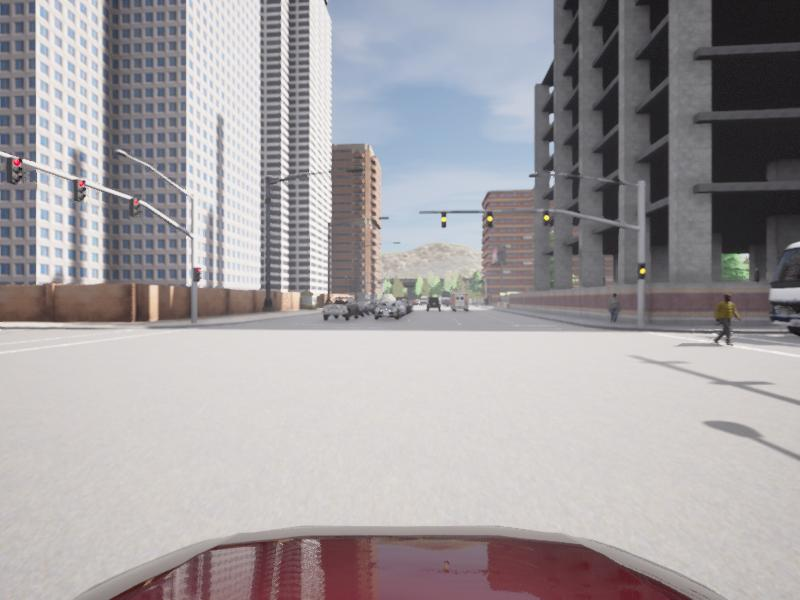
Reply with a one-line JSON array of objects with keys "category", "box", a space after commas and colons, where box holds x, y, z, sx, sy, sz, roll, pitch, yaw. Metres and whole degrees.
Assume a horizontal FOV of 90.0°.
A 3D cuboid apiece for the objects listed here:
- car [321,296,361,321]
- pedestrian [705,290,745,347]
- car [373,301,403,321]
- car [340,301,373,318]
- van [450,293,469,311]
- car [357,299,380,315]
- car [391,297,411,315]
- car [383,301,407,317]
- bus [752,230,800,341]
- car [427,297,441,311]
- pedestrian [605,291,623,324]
[{"category": "car", "box": [-4.489, 0.608, 31.049, 1.932, 1.855, 4.605, 0, 0, 7]}, {"category": "pedestrian", "box": [10.898, 0.612, 13.429, 0.751, 1.860, 0.751, 0, 0, 2]}, {"category": "car", "box": [-0.911, 0.806, 32.083, 1.970, 1.475, 3.806, 0, 0, 5]}, {"category": "car", "box": [-3.980, 0.797, 37.180, 2.163, 1.488, 4.792, 0, 0, 5]}, {"category": "van", "box": [8.255, 0.290, 56.148, 2.351, 2.431, 6.366, 0, 0, 5]}, {"category": "car", "box": [-3.412, 0.724, 43.604, 1.851, 1.617, 3.988, 0, 0, 5]}, {"category": "car", "box": [0.125, 0.580, 43.828, 1.905, 1.878, 3.866, 0, 0, 5]}, {"category": "car", "box": [-0.416, 0.813, 37.775, 1.812, 1.442, 4.674, 0, 0, 5]}, {"category": "bus", "box": [20.395, -0.567, 15.167, 10.273, 4.253, 3.944, 0, 0, 5]}, {"category": "car", "box": [4.728, 0.560, 56.007, 1.905, 1.878, 3.866, 0, 0, 5]}, {"category": "pedestrian", "box": [12.397, 0.445, 23.140, 0.751, 1.860, 0.751, 0, 0, 14]}]
